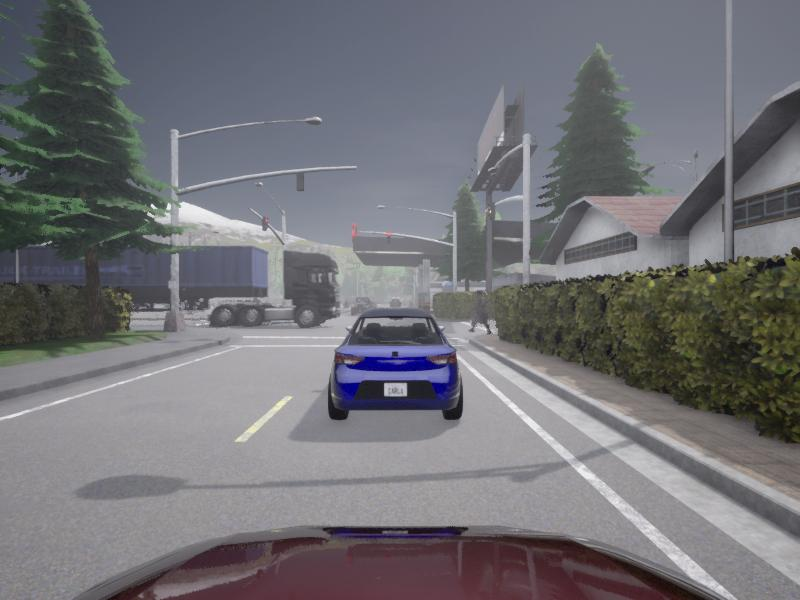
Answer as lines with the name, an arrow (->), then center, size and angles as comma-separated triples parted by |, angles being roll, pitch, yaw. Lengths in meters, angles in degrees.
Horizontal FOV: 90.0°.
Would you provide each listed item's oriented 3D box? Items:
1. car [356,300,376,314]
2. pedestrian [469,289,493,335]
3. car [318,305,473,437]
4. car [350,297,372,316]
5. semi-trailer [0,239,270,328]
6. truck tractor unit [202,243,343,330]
car -> -4.027, 0.778, 47.802 | 2.033, 1.649, 4.856 | 0, 0, -1
pedestrian -> 3.340, 0.485, 16.501 | 0.751, 1.860, 0.751 | 0, 0, -10
car -> -0.077, 0.854, 6.770 | 1.816, 1.474, 4.193 | 0, 0, -1
car -> -3.957, 0.646, 41.350 | 1.905, 1.878, 3.866 | 0, 0, -1
semi-trailer -> -14.491, -0.809, 21.280 | 14.254, 4.402, 2.717 | 0, 0, -1
truck tractor unit -> -6.563, -0.669, 21.436 | 6.516, 4.208, 3.053 | 1, 0, -1
